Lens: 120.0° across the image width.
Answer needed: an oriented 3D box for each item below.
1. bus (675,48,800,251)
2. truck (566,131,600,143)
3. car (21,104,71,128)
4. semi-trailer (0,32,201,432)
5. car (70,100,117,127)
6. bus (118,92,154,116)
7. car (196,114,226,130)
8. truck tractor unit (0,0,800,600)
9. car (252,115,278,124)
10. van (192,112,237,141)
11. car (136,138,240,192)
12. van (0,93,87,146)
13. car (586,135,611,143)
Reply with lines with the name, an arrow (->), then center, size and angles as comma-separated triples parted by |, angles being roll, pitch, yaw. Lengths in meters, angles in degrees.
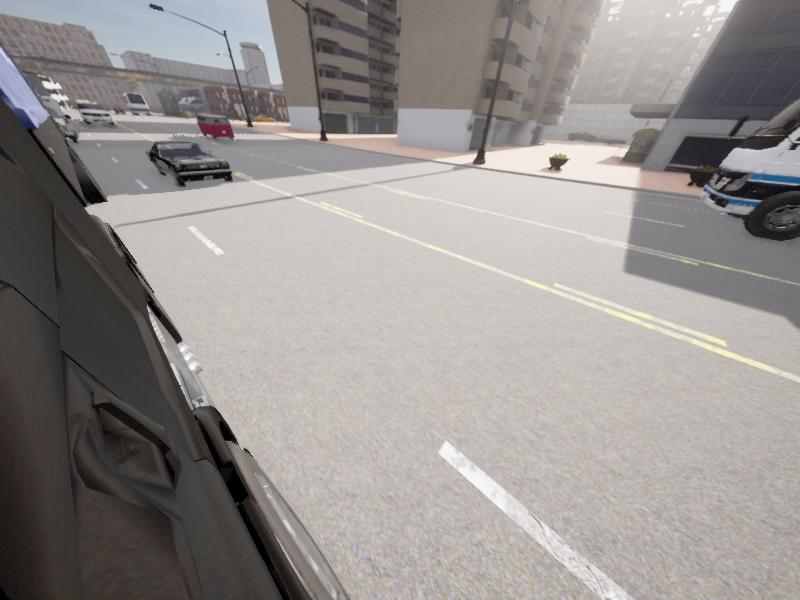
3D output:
bus -> 14.030, -2.585, 4.428 | 10.273, 4.253, 3.944 | 29, 44, 30
truck -> 46.935, -41.824, 59.282 | 6.274, 2.098, 2.390 | 31, 45, 31
car -> -35.061, -18.275, 22.930 | 4.902, 1.511, 2.128 | 30, 45, 29
semi-trailer -> -8.637, -3.666, 4.257 | 14.254, 4.402, 2.717 | 29, 44, 30
car -> -34.926, -21.283, 26.341 | 5.566, 2.045, 2.150 | 30, 45, 29
bus -> -66.555, -49.268, 58.254 | 10.273, 4.253, 3.944 | 32, 46, 32
car -> -25.852, -24.318, 31.580 | 3.633, 1.501, 1.845 | 30, 45, 29
truck tractor unit -> -2.645, -0.295, 0.351 | 6.516, 4.208, 3.053 | 28, 44, 30
car -> -34.157, -45.813, 58.542 | 1.882, 1.535, 5.008 | 31, 45, 31
van -> -18.525, -17.312, 23.074 | 4.442, 1.987, 1.775 | 31, 45, 29
car -> -8.899, -5.806, 9.652 | 4.718, 1.301, 1.895 | 29, 44, 30
van -> -24.608, -12.492, 15.928 | 6.366, 2.431, 2.351 | 30, 45, 29
car -> 55.579, -45.129, 64.685 | 4.856, 1.649, 2.033 | 31, 45, 31
